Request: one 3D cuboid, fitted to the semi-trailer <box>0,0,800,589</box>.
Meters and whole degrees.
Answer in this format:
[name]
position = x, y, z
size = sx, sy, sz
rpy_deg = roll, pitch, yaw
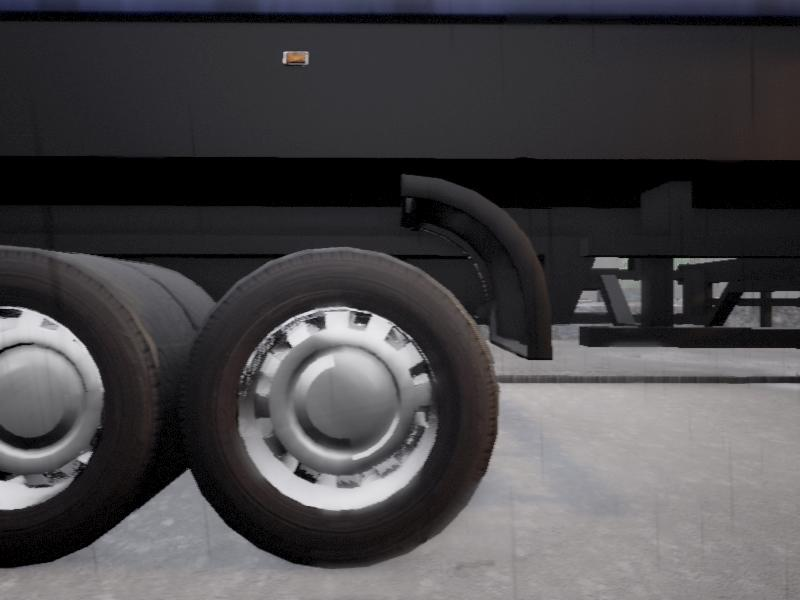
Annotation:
[semi-trailer]
position = -4.046, -1.216, 2.710
size = 14.254, 4.402, 2.717
rpy_deg = 0, 0, 0
